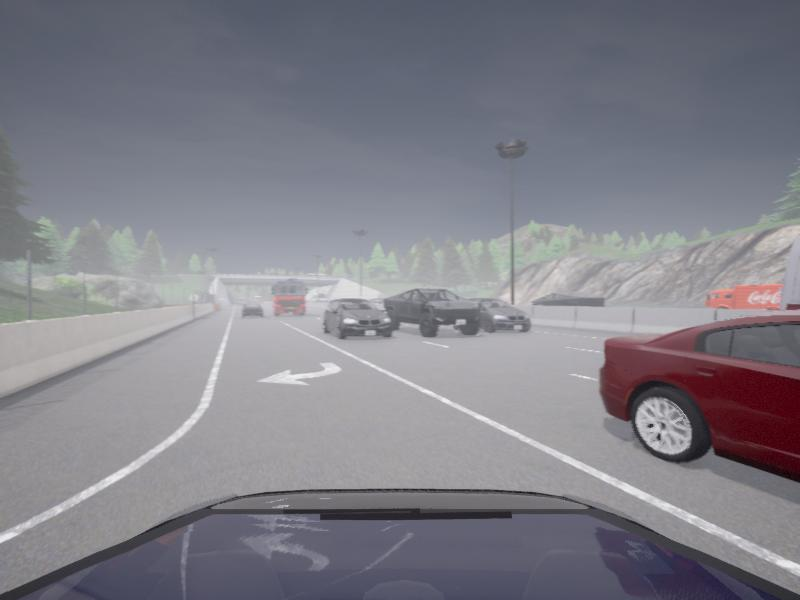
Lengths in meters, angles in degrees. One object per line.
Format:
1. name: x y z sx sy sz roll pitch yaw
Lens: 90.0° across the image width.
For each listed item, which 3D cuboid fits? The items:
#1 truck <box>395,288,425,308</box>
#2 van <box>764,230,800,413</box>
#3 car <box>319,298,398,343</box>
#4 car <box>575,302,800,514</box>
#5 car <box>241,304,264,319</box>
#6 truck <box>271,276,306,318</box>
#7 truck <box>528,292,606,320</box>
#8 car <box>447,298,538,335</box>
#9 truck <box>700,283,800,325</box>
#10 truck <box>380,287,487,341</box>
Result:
1. truck: 1.951 -0.342 81.896 2.891 3.827 8.468 0 0 -22
2. van: 7.470 0.284 3.596 1.988 2.561 5.915 0 0 -22
3. car: -2.002 0.765 17.533 2.242 1.667 4.611 0 0 -22
4. car: 3.964 0.802 2.937 1.882 1.535 5.008 0 0 -22
5. car: -13.651 1.010 36.901 1.895 1.301 4.718 0 0 -22
6. truck: -11.702 -0.265 41.532 2.891 3.827 8.468 0 0 -20
7. truck: 13.962 0.466 34.031 2.390 2.098 6.274 0 0 -22
8. car: 4.470 0.731 20.210 2.242 1.667 4.611 0 0 -22
9. truck: 23.492 0.236 26.481 2.627 2.467 5.204 0 0 -34
10. truck: 1.251 0.534 18.826 2.390 2.098 6.274 0 0 -22
